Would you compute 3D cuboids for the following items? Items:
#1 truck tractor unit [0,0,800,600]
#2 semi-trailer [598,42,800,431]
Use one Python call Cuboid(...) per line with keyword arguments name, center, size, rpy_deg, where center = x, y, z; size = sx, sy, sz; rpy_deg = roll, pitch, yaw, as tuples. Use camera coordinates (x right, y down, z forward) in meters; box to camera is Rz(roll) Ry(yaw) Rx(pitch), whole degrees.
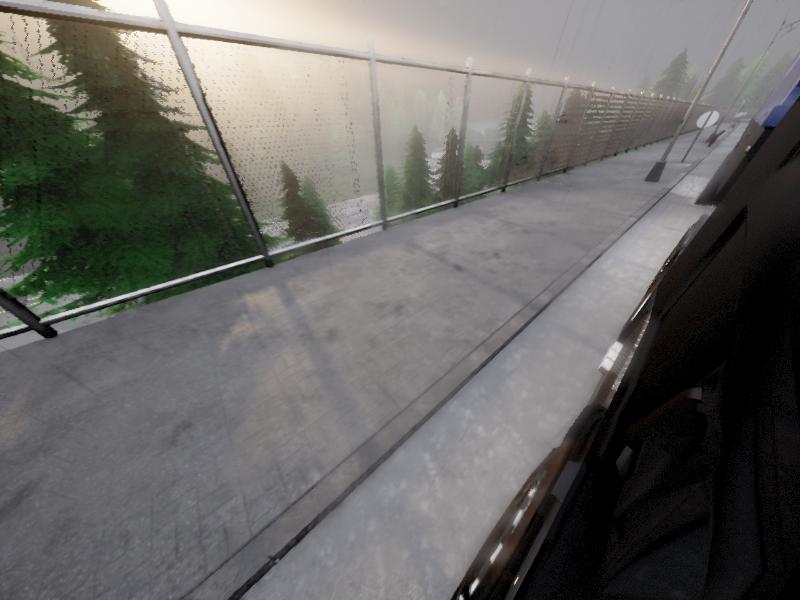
Cuboid(name="truck tractor unit", center=(2.645, -0.295, 0.351), size=(6.516, 4.208, 3.053), rpy_deg=(-28, 44, -30))
Cuboid(name="semi-trailer", center=(8.696, -3.589, 4.255), size=(14.254, 4.402, 2.717), rpy_deg=(-28, 44, -30))
